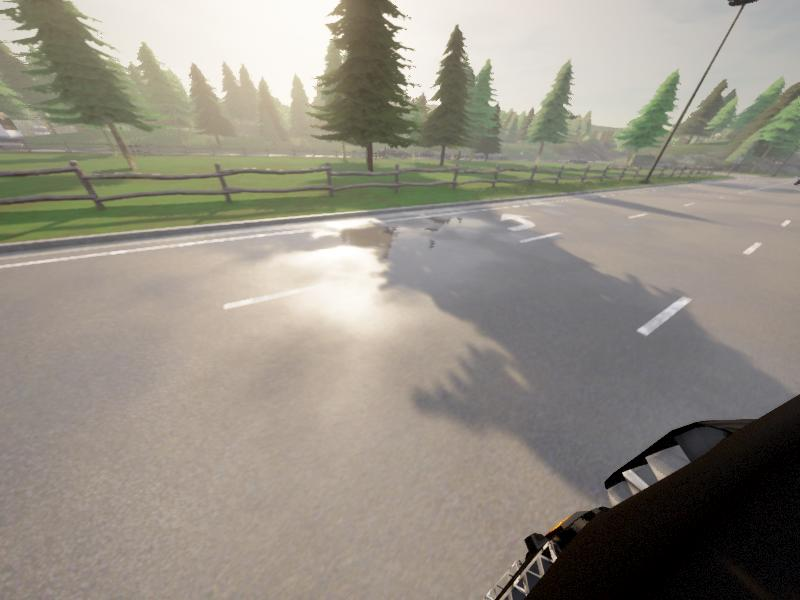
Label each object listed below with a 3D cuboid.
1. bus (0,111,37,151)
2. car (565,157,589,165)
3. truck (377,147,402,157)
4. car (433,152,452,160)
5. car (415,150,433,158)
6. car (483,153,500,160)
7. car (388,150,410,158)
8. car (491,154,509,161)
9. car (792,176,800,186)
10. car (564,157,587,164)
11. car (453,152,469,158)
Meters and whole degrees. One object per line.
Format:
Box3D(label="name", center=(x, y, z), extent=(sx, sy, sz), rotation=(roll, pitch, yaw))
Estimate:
Box3D(label="bus", center=(-56.730, -21.577, 29.112), extent=(10.273, 4.253, 3.944), rotation=(-16, 38, -26))
Box3D(label="car", center=(51.157, -40.129, 66.825), extent=(5.027, 1.651, 2.152), rotation=(28, 41, 33))
Box3D(label="truck", center=(-2.922, -40.670, 63.452), extent=(6.274, 2.098, 2.390), rotation=(-16, 38, -26))
Box3D(label="car", center=(11.121, -37.760, 60.545), extent=(4.514, 1.525, 2.007), rotation=(-16, 38, -26))
Box3D(label="car", center=(6.664, -41.104, 64.936), extent=(4.605, 1.855, 1.932), rotation=(-16, 38, -26))
Box3D(label="car", center=(28.894, -45.145, 72.752), extent=(4.974, 1.542, 2.038), rotation=(-16, 38, -26))
Box3D(label="car", center=(-0.310, -36.779, 58.151), extent=(5.238, 1.638, 1.930), rotation=(-16, 38, -26))
Box3D(label="car", center=(30.290, -43.344, 70.064), extent=(4.856, 1.649, 2.033), rotation=(-16, 38, -26))
Box3D(label="car", center=(51.333, -15.095, 28.688), extent=(3.988, 1.617, 1.851), rotation=(-16, 38, -26))
Box3D(label="car", center=(52.540, -41.775, 69.222), extent=(5.366, 1.575, 1.801), rotation=(25, 40, 30))
Box3D(label="car", center=(19.792, -46.981, 74.943), extent=(4.974, 1.542, 2.038), rotation=(-16, 38, -26))
